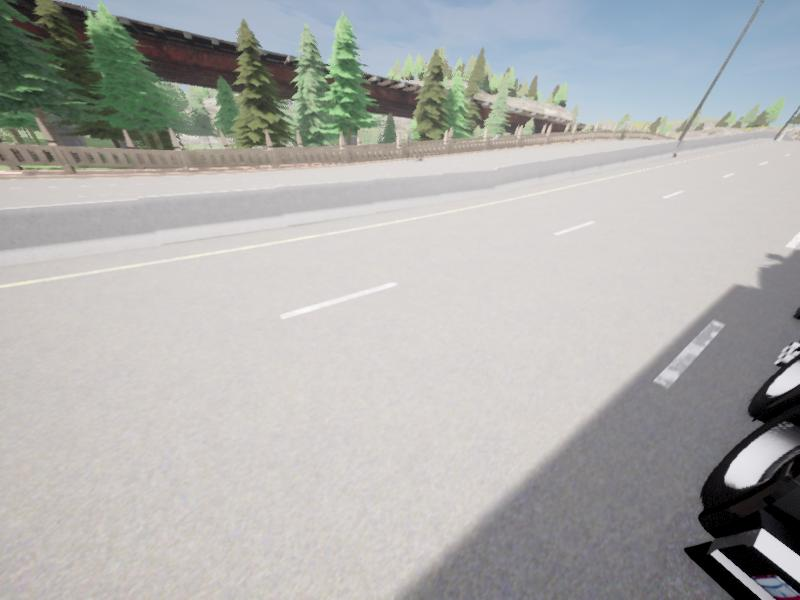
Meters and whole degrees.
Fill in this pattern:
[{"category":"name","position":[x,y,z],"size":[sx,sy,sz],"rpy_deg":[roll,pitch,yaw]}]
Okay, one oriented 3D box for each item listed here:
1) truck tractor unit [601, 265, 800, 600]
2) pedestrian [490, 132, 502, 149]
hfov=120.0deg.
[{"category":"truck tractor unit","position":[5.099,-0.316,0.752],"size":[6.516,4.208,3.053],"rpy_deg":[-19,40,-23]},{"category":"pedestrian","position":[13.096,-21.706,31.446],"size":[0.751,1.860,0.751],"rpy_deg":[-14,37,-27]}]
